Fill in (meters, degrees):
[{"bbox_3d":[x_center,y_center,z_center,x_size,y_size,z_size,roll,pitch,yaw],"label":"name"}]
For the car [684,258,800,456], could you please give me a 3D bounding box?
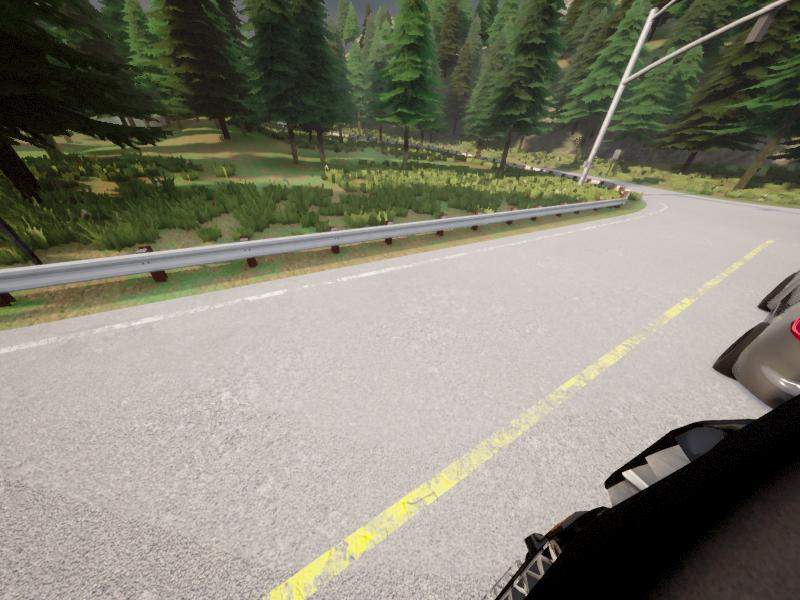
[{"bbox_3d":[5.830,0.331,2.378,4.611,1.667,2.242,-16,38,-26],"label":"car"}]
